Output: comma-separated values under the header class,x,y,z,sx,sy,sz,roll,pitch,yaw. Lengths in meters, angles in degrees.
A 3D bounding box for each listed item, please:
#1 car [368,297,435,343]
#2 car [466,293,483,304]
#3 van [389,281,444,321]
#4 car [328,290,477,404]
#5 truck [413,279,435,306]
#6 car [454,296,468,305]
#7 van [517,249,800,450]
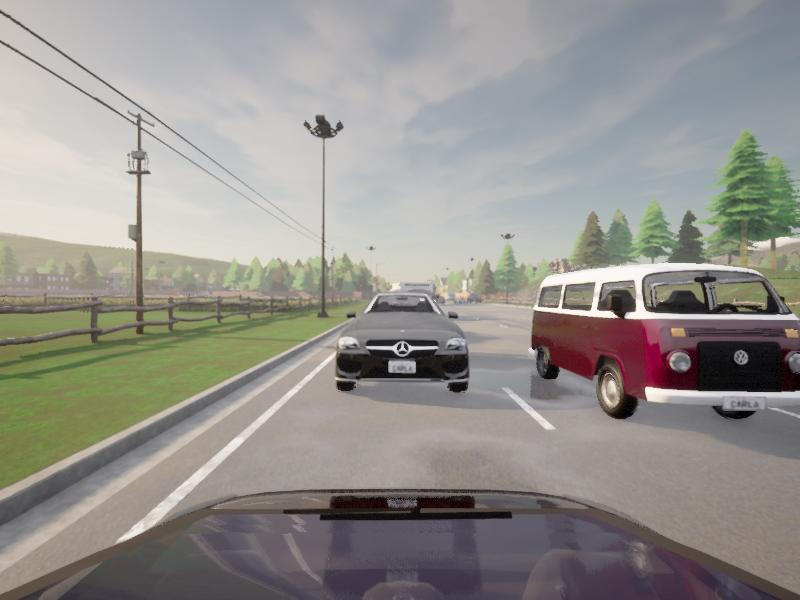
class,x,y,z,sx,sy,sz,roll,pitch,yaw
car,0.044,0.636,15.471,2.163,1.488,4.792,0,1,0
car,14.115,-0.291,75.975,2.150,2.045,5.566,0,1,0
van,0.932,0.020,27.445,2.351,2.431,6.366,0,1,-11
car,0.040,0.654,8.326,2.152,1.651,5.027,0,1,0
truck,3.600,-1.078,61.337,2.891,3.827,8.468,0,1,0
car,10.606,0.083,69.929,1.970,1.475,3.806,0,1,0
van,3.541,0.506,6.324,2.069,2.038,4.480,0,0,0
